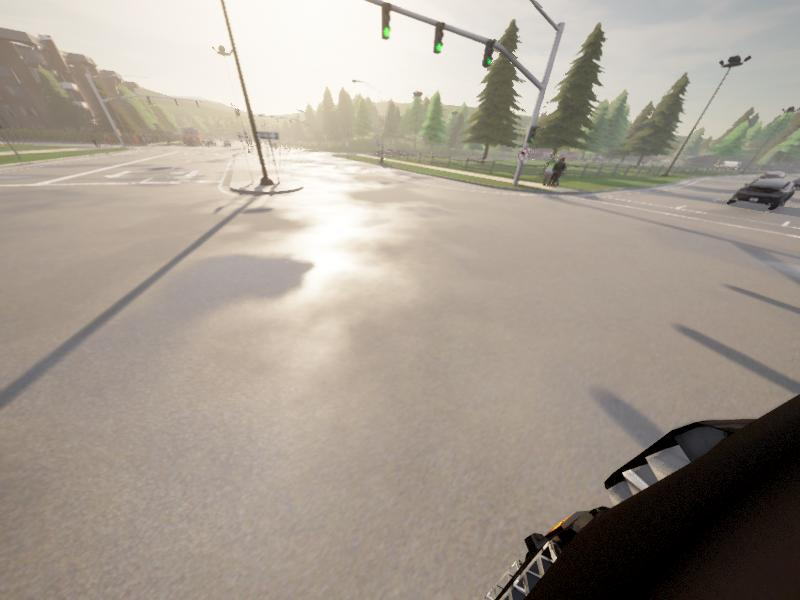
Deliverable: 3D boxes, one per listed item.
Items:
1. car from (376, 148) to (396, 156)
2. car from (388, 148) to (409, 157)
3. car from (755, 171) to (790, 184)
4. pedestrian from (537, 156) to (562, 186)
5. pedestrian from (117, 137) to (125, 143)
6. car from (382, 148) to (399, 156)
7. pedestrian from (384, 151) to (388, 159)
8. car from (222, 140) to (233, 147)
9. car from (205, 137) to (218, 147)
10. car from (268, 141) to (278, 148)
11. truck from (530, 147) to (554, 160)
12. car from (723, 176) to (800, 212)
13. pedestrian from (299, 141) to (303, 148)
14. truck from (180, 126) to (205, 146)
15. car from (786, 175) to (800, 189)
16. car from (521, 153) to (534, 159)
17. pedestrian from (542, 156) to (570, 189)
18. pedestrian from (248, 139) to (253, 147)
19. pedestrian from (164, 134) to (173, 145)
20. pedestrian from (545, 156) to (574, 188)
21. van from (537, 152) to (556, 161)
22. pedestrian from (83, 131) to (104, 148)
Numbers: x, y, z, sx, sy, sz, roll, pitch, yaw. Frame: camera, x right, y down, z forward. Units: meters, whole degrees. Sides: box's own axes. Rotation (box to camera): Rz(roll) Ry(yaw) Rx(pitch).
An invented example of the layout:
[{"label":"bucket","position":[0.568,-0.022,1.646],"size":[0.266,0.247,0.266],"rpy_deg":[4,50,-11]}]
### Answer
[{"label":"car","position":[-3.876,-40.529,63.121],"size":[5.027,1.651,2.152],"rpy_deg":[-16,38,-26]},{"label":"car","position":[-0.411,-37.156,58.059],"size":[4.856,1.649,2.033],"rpy_deg":[-16,38,-26]},{"label":"car","position":[54.338,-17.918,33.651],"size":[4.674,1.442,1.812],"rpy_deg":[-16,38,-26]},{"label":"pedestrian","position":[10.810,-9.359,16.789],"size":[0.751,1.860,0.751],"rpy_deg":[9,34,8]},{"label":"pedestrian","position":[-57.100,-32.750,47.271],"size":[0.500,1.100,0.500],"rpy_deg":[-13,37,-22]},{"label":"car","position":[-2.491,-38.761,60.409],"size":[3.988,1.617,1.851],"rpy_deg":[-16,38,-26]},{"label":"pedestrian","position":[-2.348,-24.431,39.030],"size":[0.500,1.100,0.500],"rpy_deg":[-13,37,-23]},{"label":"car","position":[-45.777,-41.657,61.435],"size":[1.837,1.490,4.892],"rpy_deg":[-16,38,-26]},{"label":"car","position":[-48.600,-40.749,59.527],"size":[1.905,1.878,3.866],"rpy_deg":[-16,38,-26]},{"label":"car","position":[-38.686,-47.381,70.429],"size":[1.930,1.638,5.238],"rpy_deg":[-16,38,-26]},{"label":"truck","position":[54.157,-55.726,88.100],"size":[8.468,3.827,2.891],"rpy_deg":[-16,38,-26]},{"label":"car","position":[22.622,-6.649,14.292],"size":[4.892,1.490,1.837],"rpy_deg":[-16,38,-26]},{"label":"pedestrian","position":[-32.034,-50.355,74.857],"size":[0.751,1.860,0.751],"rpy_deg":[-14,37,-23]},{"label":"truck","position":[-52.435,-41.532,58.638],"size":[2.891,3.827,8.468],"rpy_deg":[-16,38,-26]},{"label":"car","position":[48.058,-13.852,27.148],"size":[4.181,1.385,1.994],"rpy_deg":[-16,38,-26]},{"label":"car","position":[49.595,-55.835,89.755],"size":[4.553,1.767,2.097],"rpy_deg":[-16,38,-26]},{"label":"pedestrian","position":[10.670,-8.740,15.852],"size":[0.751,1.860,0.751],"rpy_deg":[4,34,2]},{"label":"pedestrian","position":[-41.253,-43.399,63.753],"size":[0.751,1.860,0.751],"rpy_deg":[-19,39,-29]},{"label":"pedestrian","position":[-50.070,-34.640,49.929],"size":[0.751,1.860,0.751],"rpy_deg":[-20,40,-30]},{"label":"pedestrian","position":[11.142,-8.947,16.197],"size":[0.751,1.860,0.751],"rpy_deg":[-7,35,-14]},{"label":"van","position":[54.077,-52.890,85.105],"size":[6.366,2.431,2.351],"rpy_deg":[-16,38,-26]},{"label":"pedestrian","position":[-40.416,-21.138,30.482],"size":[0.751,1.860,0.751],"rpy_deg":[-14,37,-23]}]
